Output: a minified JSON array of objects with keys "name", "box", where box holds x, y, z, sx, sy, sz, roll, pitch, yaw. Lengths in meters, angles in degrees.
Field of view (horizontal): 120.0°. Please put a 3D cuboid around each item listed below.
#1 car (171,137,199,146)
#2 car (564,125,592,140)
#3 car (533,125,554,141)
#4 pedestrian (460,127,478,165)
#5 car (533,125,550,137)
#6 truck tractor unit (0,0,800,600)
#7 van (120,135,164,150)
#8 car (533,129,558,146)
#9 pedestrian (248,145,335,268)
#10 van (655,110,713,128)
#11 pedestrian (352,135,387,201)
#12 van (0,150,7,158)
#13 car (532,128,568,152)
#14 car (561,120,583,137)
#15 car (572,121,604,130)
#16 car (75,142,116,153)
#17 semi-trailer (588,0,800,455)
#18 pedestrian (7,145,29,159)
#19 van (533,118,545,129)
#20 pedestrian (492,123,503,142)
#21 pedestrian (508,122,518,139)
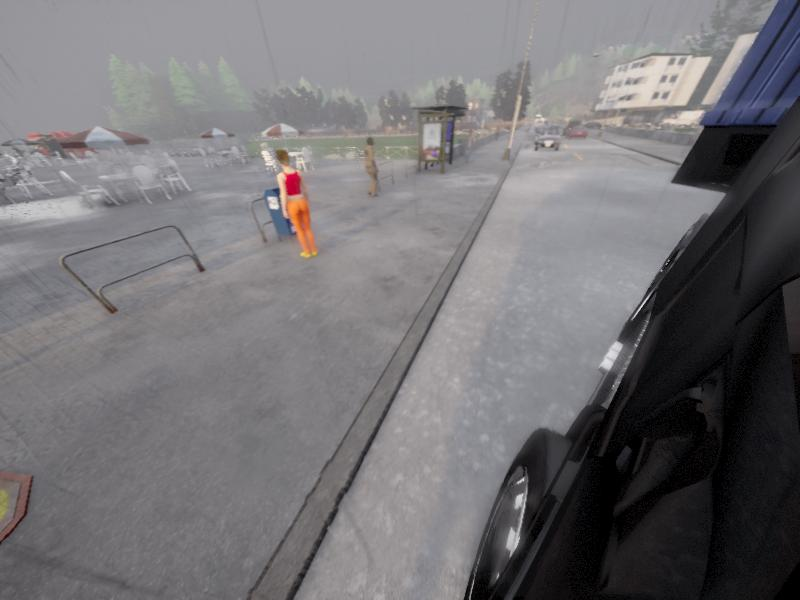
[{"name":"car","box":[-58.455,-43.106,62.880,2.033,1.649,4.856,14,40,21]},{"name":"car","box":[23.299,-22.096,30.412,1.994,1.385,4.181,13,40,19]},{"name":"car","box":[18.872,-22.017,30.465,1.837,1.490,4.892,14,40,21]},{"name":"pedestrian","box":[4.170,-9.318,13.983,0.751,1.860,0.751,10,39,16]},{"name":"car","box":[23.567,-28.290,38.587,2.033,1.411,5.357,14,40,21]},{"name":"truck tractor unit","box":[2.645,-0.295,0.351,6.516,4.208,3.053,-28,44,-30]},{"name":"van","box":[-62.365,-38.202,55.954,2.351,2.431,6.366,14,40,21]},{"name":"car","box":[16.057,-18.166,25.691,1.895,1.301,4.718,14,40,21]},{"name":"pedestrian","box":[-1.876,-1.668,4.199,0.751,1.860,0.751,-26,43,-28]},{"name":"van","box":[55.086,-35.213,45.039,6.366,2.431,2.351,14,40,21]},{"name":"pedestrian","box":[-1.008,-4.497,7.905,0.751,1.860,0.751,-22,41,-24]},{"name":"van","box":[-75.716,-26.159,40.659,1.988,2.561,5.915,14,40,21]},{"name":"car","box":[13.238,-14.348,20.618,2.128,1.511,4.902,15,40,21]},{"name":"car","box":[26.259,-26.301,35.377,1.905,1.878,3.866,14,40,21]},{"name":"car","box":[41.071,-38.196,50.600,4.892,1.490,1.837,12,39,18]},{"name":"car","box":[-65.916,-33.091,50.091,2.038,1.542,4.974,14,40,21]},{"name":"semi-trailer","box":[10.071,-1.687,1.599,14.254,4.402,2.717,-5,37,-3]},{"name":"pedestrian","box":[-60.243,-23.325,36.410,0.751,1.860,0.751,-23,42,-25]},{"name":"van","box":[41.254,-52.355,68.586,2.351,2.431,6.366,14,40,21]},{"name":"pedestrian","box":[12.130,-20.817,28.756,0.751,1.860,0.751,14,40,20]},{"name":"pedestrian","box":[15.853,-23.792,32.480,0.751,1.860,0.751,23,44,30]}]
